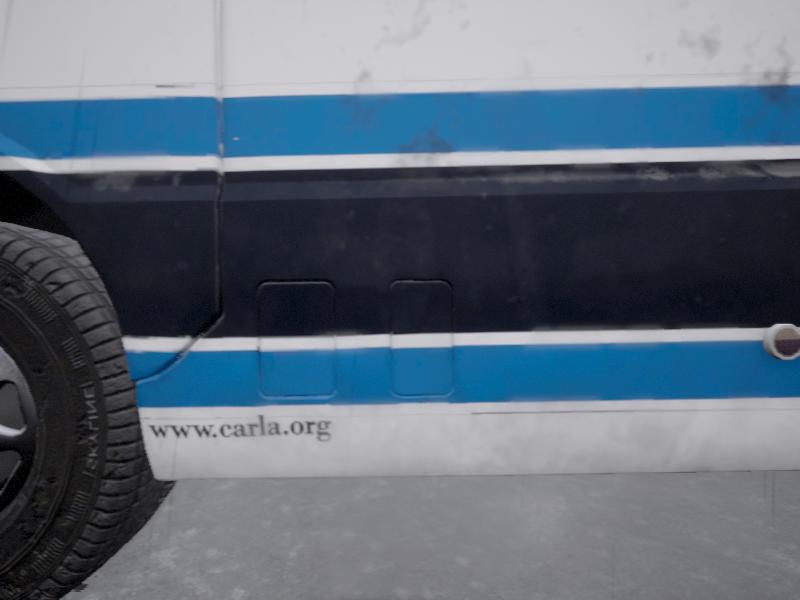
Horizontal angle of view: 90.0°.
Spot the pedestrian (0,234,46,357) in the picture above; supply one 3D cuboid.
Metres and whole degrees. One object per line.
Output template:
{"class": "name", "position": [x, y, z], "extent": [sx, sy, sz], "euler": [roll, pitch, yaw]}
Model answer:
{"class": "pedestrian", "position": [-6.377, -0.069, 6.396], "extent": [0.751, 1.860, 0.751], "euler": [0, 0, 1]}

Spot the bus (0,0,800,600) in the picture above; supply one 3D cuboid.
{"class": "bus", "position": [2.078, -1.142, 2.477], "extent": [10.273, 4.253, 3.944], "euler": [-1, 0, 0]}
